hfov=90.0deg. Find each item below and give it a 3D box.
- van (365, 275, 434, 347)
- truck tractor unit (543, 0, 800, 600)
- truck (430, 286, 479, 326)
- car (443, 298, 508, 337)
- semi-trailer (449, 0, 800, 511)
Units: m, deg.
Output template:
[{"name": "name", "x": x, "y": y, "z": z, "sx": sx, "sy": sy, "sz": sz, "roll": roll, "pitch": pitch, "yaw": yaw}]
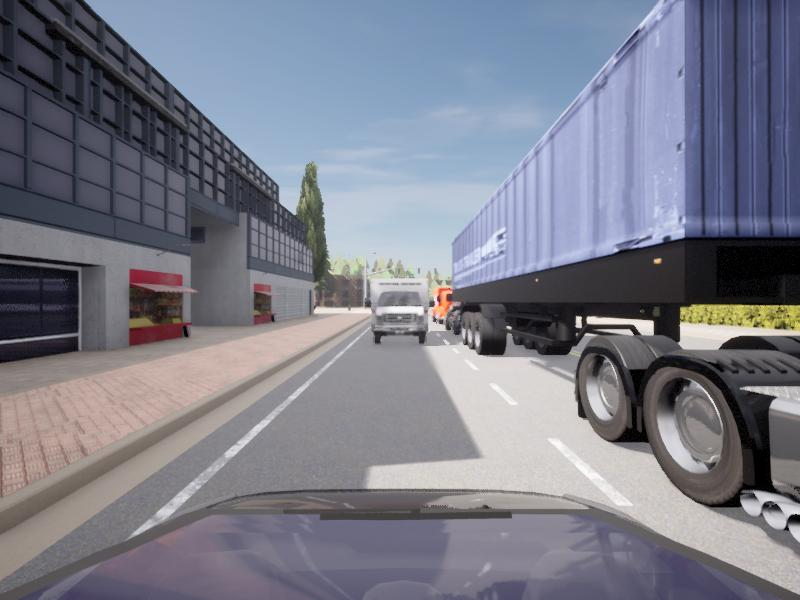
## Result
[{"name": "van", "x": -0.004, "y": 0.378, "z": 16.766, "sx": 2.351, "sy": 2.431, "sz": 6.366, "roll": 0, "pitch": 0, "yaw": 0}, {"name": "truck tractor unit", "x": 3.499, "y": -0.513, "z": 2.244, "sx": 3.053, "sy": 4.208, "sz": 6.516, "roll": 0, "pitch": 0, "yaw": 0}, {"name": "truck", "x": 3.502, "y": 0.355, "z": 26.865, "sx": 2.627, "sy": 2.467, "sz": 5.204, "roll": 0, "pitch": 0, "yaw": 0}, {"name": "car", "x": 3.490, "y": 0.761, "z": 19.435, "sx": 2.242, "sy": 1.667, "sz": 4.611, "roll": 0, "pitch": 0, "yaw": 0}, {"name": "semi-trailer", "x": 3.492, "y": -0.617, "z": 10.158, "sx": 2.717, "sy": 4.402, "sz": 14.254, "roll": 0, "pitch": 0, "yaw": 0}]
